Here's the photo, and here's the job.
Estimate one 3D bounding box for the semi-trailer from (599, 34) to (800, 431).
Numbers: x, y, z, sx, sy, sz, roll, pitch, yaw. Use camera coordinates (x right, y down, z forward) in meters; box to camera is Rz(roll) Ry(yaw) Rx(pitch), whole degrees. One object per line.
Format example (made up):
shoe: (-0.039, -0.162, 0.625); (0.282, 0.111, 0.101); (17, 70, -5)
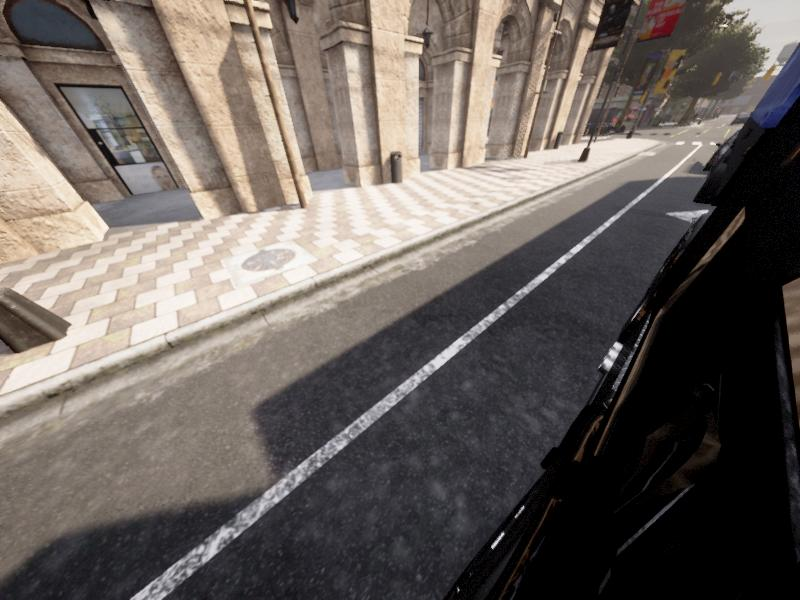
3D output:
semi-trailer: (8.649, -3.650, 4.259); (14.254, 4.402, 2.717); (-29, 44, -30)

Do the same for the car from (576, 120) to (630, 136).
car: (28.852, -24.557, 33.000); (1.930, 1.638, 5.238); (-29, 44, -30)

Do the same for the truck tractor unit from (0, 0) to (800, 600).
truck tractor unit: (2.645, -0.295, 0.351); (6.516, 4.208, 3.053); (-28, 44, -30)

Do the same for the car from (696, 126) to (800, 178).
car: (15.020, -6.543, 10.081); (3.633, 1.501, 1.845); (-29, 44, -30)
